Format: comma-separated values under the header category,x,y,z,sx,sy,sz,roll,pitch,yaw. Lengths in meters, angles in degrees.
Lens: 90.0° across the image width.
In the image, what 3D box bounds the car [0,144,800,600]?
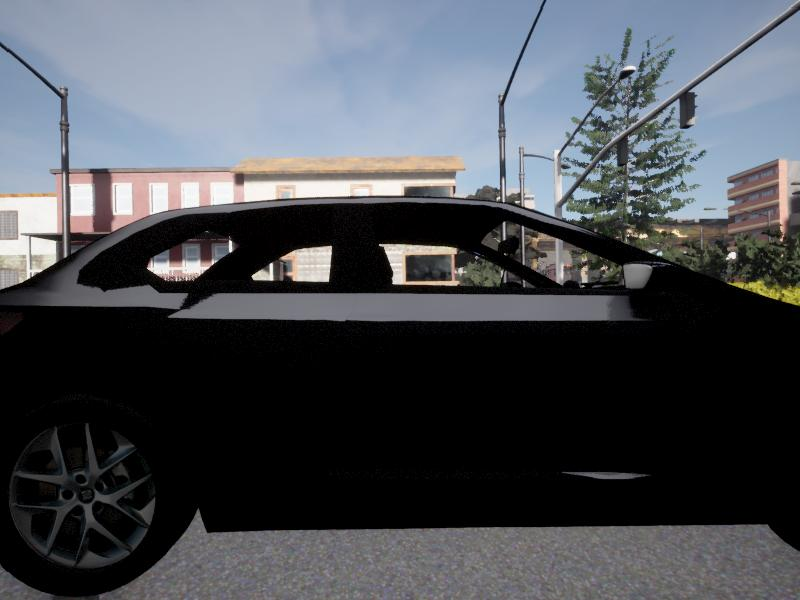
category,x,y,z,sx,sy,sz,roll,pitch,yaw
car,0.342,0.254,2.184,4.193,1.474,1.816,0,0,-1
